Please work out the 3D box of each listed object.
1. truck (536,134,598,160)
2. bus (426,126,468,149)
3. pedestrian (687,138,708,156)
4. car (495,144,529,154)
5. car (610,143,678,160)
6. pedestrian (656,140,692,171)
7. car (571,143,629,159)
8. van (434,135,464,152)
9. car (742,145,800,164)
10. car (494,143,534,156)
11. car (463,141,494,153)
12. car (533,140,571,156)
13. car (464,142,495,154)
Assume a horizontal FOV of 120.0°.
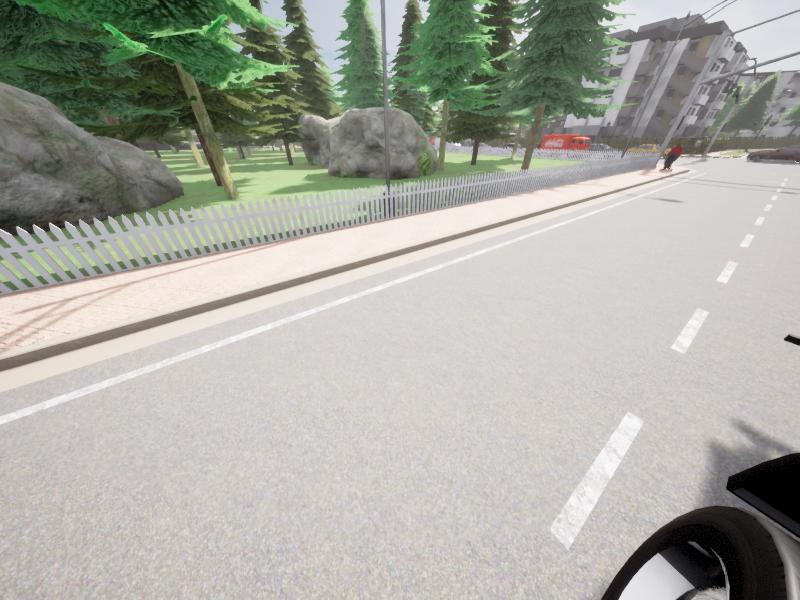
[{"bbox_3d":[20.907,-19.422,29.207,2.627,2.467,5.204,-21,40,-26],"label":"truck"},{"bbox_3d":[11.131,-39.771,56.627,3.944,4.253,10.273,-21,40,-26],"label":"bus"},{"bbox_3d":[38.063,-19.630,29.604,0.751,1.860,0.751,-18,39,-23],"label":"pedestrian"},{"bbox_3d":[18.353,-24.904,38.032,1.895,1.301,4.718,-21,40,-26],"label":"car"},{"bbox_3d":[29.934,-18.485,28.581,1.801,1.575,5.366,-21,40,-26],"label":"car"},{"bbox_3d":[19.457,-10.277,16.454,0.751,1.860,0.751,-17,38,-22],"label":"pedestrian"},{"bbox_3d":[25.183,-18.954,29.343,2.128,1.511,4.902,-21,40,-26],"label":"car"},{"bbox_3d":[9.164,-29.828,44.013,1.988,2.561,5.915,-21,40,-26],"label":"van"},{"bbox_3d":[38.527,-14.526,23.015,1.812,1.442,4.674,-21,40,-26],"label":"car"},{"bbox_3d":[16.904,-22.562,34.544,1.837,1.490,4.892,-21,40,-26],"label":"car"},{"bbox_3d":[14.427,-28.507,42.895,2.152,1.651,5.027,-21,40,-26],"label":"car"},{"bbox_3d":[21.874,-22.030,33.407,1.905,1.878,3.866,-21,40,-26],"label":"car"},{"bbox_3d":[13.334,-25.718,39.053,1.837,1.490,4.892,-21,40,-26],"label":"car"}]
